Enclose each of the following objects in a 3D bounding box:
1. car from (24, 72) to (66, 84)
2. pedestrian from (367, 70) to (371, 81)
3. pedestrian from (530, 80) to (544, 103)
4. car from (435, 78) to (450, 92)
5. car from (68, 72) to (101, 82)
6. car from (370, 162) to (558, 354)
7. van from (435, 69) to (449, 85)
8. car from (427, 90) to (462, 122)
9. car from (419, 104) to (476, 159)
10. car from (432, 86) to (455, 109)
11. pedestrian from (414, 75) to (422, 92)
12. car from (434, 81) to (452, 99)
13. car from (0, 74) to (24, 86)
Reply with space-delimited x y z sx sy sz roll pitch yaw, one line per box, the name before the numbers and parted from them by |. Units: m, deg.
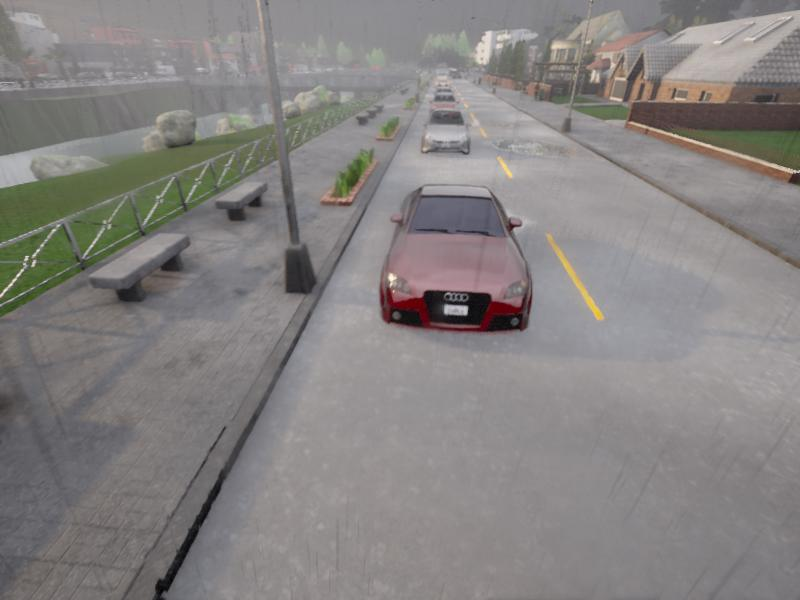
car | -58.865 -36.936 66.555 1.930 1.638 5.238 3 30 4
pedestrian | -6.254 -45.405 80.952 0.751 1.860 0.751 3 30 4
pedestrian | 12.637 -19.301 36.969 0.751 1.860 0.751 -3 31 -5
car | 5.973 -30.290 56.188 1.882 1.535 5.008 3 30 4
car | -58.132 -41.069 73.747 1.837 1.490 4.892 3 30 4
car | 0.849 -1.040 6.417 1.994 1.385 4.181 3 31 4
van | 7.837 -41.298 74.091 2.351 2.431 6.366 3 30 4
car | 2.911 -12.848 26.423 2.007 1.525 4.514 3 30 4
car | 1.909 -7.134 16.667 2.007 1.525 4.514 3 30 4
car | 3.716 -17.411 34.262 1.816 1.474 4.193 3 30 4
pedestrian | 2.320 -27.722 51.188 0.751 1.860 0.751 11 32 17
car | 4.677 -22.922 43.614 1.845 1.501 3.633 3 31 4
car | -59.578 -32.812 59.617 1.882 1.535 5.008 3 30 4
